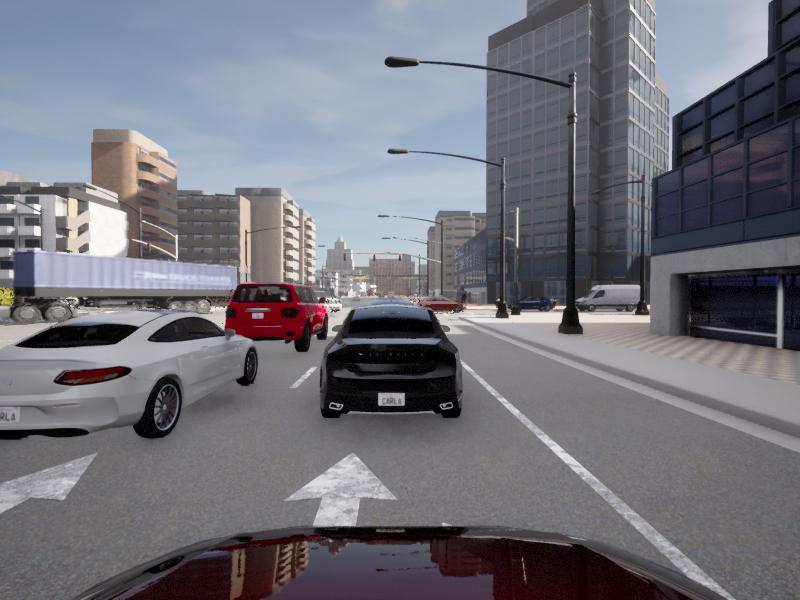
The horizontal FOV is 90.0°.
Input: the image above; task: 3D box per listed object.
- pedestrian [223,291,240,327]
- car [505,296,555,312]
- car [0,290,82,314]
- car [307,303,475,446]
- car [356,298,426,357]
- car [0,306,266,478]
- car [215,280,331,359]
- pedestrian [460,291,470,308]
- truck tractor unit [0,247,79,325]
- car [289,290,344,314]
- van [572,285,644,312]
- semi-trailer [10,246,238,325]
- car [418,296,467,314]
[{"bbox_3d":[-8.899,0.446,21.199,0.751,1.860,0.751,0,1,-18],"label":"pedestrian"},{"bbox_3d":[12.427,0.376,38.379,4.193,1.474,1.816,0,1,-1],"label":"car"},{"bbox_3d":[-30.852,0.145,34.241,5.566,2.045,2.150,0,1,-1],"label":"car"},{"bbox_3d":[-0.149,0.835,6.827,1.837,1.490,4.892,0,0,-1],"label":"car"},{"bbox_3d":[-0.289,0.737,13.310,1.882,1.535,5.008,0,1,-1],"label":"car"},{"bbox_3d":[-3.631,0.861,5.908,1.812,1.442,4.674,0,0,-1],"label":"car"},{"bbox_3d":[-3.796,0.479,13.206,2.150,2.045,5.566,0,1,-1],"label":"car"},{"bbox_3d":[6.832,-0.059,41.949,0.751,1.860,0.751,0,1,-23],"label":"pedestrian"},{"bbox_3d":[-22.565,-0.742,22.596,3.053,4.208,6.516,0,1,42],"label":"truck tractor unit"},{"bbox_3d":[-7.760,0.126,36.915,5.566,2.045,2.150,1,1,43],"label":"car"},{"bbox_3d":[19.906,-0.155,38.479,5.915,2.561,1.988,0,1,-1],"label":"van"},{"bbox_3d":[-18.633,-0.959,29.399,2.717,4.402,14.254,1,1,26],"label":"semi-trailer"},{"bbox_3d":[3.655,0.442,35.047,4.193,1.474,1.816,0,1,2],"label":"car"}]
